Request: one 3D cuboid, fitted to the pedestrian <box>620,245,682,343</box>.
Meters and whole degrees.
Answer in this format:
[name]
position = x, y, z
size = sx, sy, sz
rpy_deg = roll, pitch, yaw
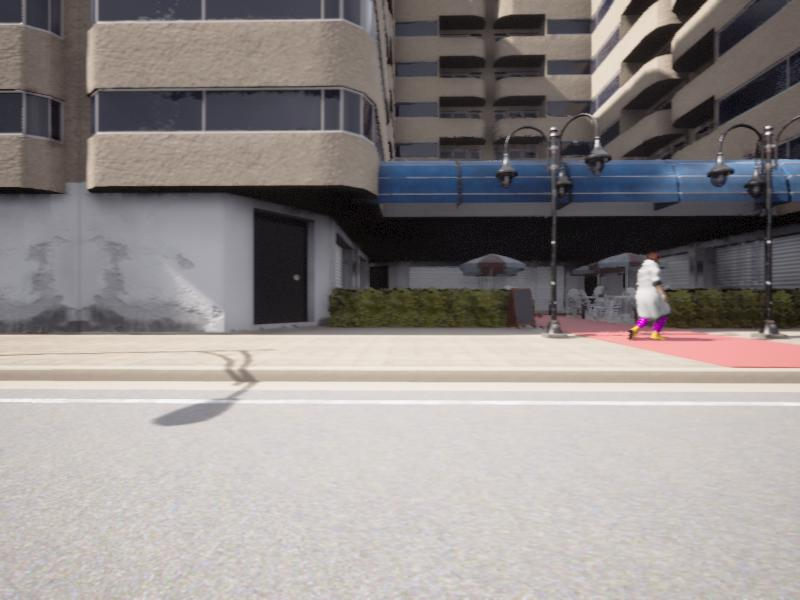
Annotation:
[pedestrian]
position = 4.991, -0.115, 8.000
size = 0.751, 1.860, 0.751
rpy_deg = 0, 0, -3
